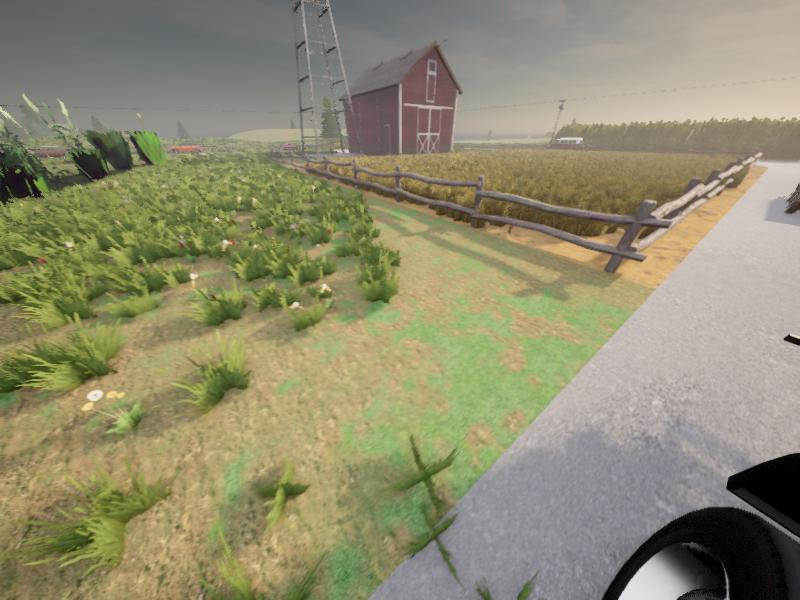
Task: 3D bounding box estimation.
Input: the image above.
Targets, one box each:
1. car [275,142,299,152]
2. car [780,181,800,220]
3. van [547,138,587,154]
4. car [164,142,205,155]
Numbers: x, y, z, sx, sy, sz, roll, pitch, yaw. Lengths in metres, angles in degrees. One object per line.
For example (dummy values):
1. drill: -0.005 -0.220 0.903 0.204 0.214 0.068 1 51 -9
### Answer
1. car: -22.657 -30.777 46.449 3.806 1.475 1.970 -18 39 -24
2. car: 15.250 -3.675 7.878 4.718 1.301 1.895 -22 41 -28
3. van: 27.113 -25.210 37.678 2.069 2.038 4.480 -22 41 -28
4. car: -36.899 -26.162 39.740 4.553 1.767 2.097 -18 39 -24
